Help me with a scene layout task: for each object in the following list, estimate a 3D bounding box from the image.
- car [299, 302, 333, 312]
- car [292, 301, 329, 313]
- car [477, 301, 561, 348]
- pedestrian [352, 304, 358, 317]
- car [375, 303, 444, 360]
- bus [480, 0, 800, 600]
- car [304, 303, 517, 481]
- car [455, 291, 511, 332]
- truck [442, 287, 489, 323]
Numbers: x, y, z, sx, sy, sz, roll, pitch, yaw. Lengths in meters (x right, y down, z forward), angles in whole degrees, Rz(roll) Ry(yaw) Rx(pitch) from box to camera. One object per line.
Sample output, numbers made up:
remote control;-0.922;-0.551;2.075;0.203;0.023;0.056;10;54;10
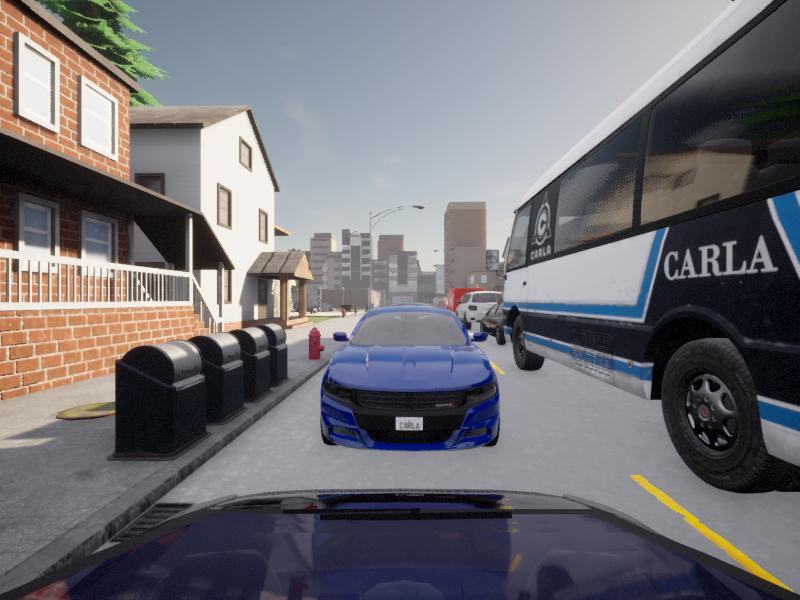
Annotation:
car;-11.189;0.907;53.525;4.181;1.385;1.994;0;0;1
car;-11.000;0.855;49.419;4.193;1.474;1.816;0;0;1
car;4.358;0.828;15.497;2.007;1.525;4.514;0;0;1
pedestrian;-3.905;0.905;35.043;0.500;1.100;0.500;0;0;-9
car;0.299;0.844;13.068;1.837;1.490;4.892;0;0;1
bus;4.014;-0.534;5.575;3.944;4.253;10.273;0;0;1
car;0.148;0.823;6.037;1.882;1.535;5.008;0;0;1
car;4.537;0.568;22.776;2.150;2.045;5.566;0;0;1
truck;4.794;0.357;30.240;2.627;2.467;5.204;0;0;0
